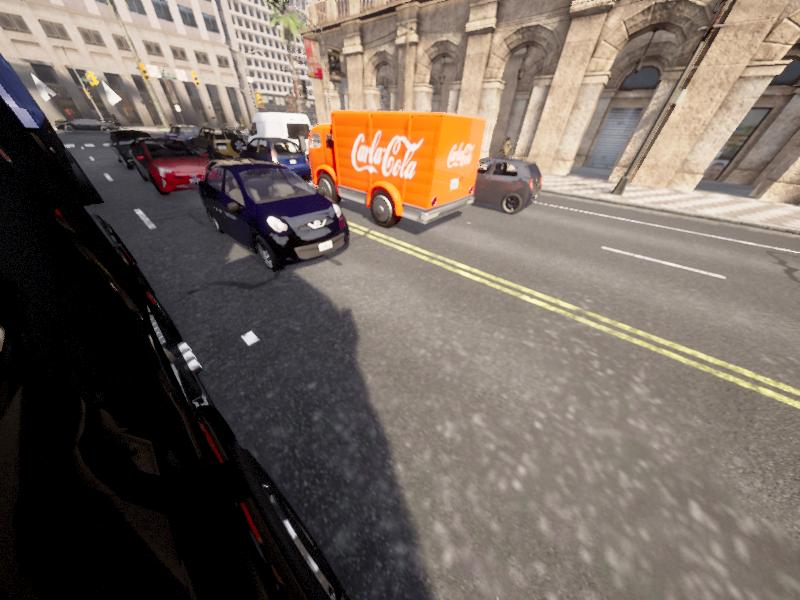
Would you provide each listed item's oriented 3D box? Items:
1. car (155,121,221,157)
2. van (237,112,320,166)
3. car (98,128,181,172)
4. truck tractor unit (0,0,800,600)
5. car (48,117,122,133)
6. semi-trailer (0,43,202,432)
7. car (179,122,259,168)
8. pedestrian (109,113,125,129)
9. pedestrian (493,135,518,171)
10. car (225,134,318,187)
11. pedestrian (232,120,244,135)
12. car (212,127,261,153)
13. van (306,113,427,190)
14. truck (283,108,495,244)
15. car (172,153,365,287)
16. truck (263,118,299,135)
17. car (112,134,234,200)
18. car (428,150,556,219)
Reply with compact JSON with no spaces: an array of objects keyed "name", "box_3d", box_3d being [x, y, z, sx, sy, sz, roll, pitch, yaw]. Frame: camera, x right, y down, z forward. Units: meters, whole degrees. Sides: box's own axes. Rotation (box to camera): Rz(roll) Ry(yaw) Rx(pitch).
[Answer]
[{"name":"car","box_3d":[-15.283,-11.656,16.653,4.553,1.767,2.097,29,44,30]},{"name":"van","box_3d":[-8.183,-10.891,15.491,5.915,2.561,1.988,29,44,30]},{"name":"car","box_3d":[-13.652,-7.935,12.061,4.892,1.490,1.837,29,44,30]},{"name":"truck tractor unit","box_3d":[-2.645,-0.295,0.351,6.516,4.208,3.053,28,44,30]},{"name":"car","box_3d":[-39.590,-22.056,29.206,2.033,1.411,5.357,29,44,30]},{"name":"semi-trailer","box_3d":[-8.689,-3.624,4.218,14.254,4.402,2.717,28,44,30]},{"name":"car","box_3d":[-10.655,-9.200,13.624,4.605,1.855,1.932,28,44,30]},{"name":"pedestrian","box_3d":[-44.009,-27.818,35.897,0.751,1.860,0.751,28,44,30]},{"name":"pedestrian","box_3d":[6.737,-9.446,14.833,0.751,1.860,0.751,31,45,32]},{"name":"car","box_3d":[-5.884,-6.500,10.575,3.988,1.617,1.851,28,44,30]},{"name":"pedestrian","box_3d":[-26.669,-28.367,38.038,0.751,1.860,0.751,27,43,29]},{"name":"car","box_3d":[-13.677,-13.438,19.352,3.633,1.501,1.845,29,44,30]},{"name":"van","box_3d":[-1.795,-7.424,11.301,5.915,2.561,1.988,28,44,30]},{"name":"truck","box_3d":[-0.558,-3.963,6.836,5.204,2.467,2.627,28,44,30]},{"name":"car","box_3d":[-2.692,-1.972,4.827,3.633,1.501,1.845,28,44,30]},{"name":"truck","box_3d":[-22.930,-33.647,44.847,2.627,2.467,5.204,29,44,30]},{"name":"car","box_3d":[-8.565,-5.166,8.688,4.514,1.525,2.007,29,44,30]},{"name":"car","box_3d":[3.128,-4.342,8.369,3.633,1.501,1.845,28,44,30]}]
